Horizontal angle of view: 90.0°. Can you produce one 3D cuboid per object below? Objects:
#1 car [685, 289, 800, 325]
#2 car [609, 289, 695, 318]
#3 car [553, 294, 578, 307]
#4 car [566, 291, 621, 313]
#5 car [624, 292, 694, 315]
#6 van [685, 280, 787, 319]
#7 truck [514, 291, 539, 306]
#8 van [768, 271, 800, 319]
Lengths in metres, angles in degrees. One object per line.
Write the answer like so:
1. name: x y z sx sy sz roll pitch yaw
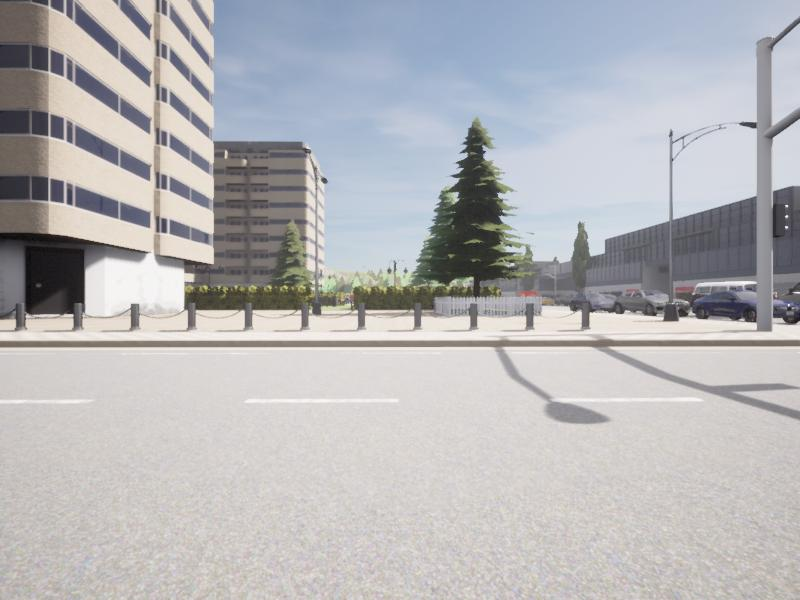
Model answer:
1. car: 15.535 0.270 18.225 1.812 1.442 4.674 0 0 1
2. car: 15.509 0.180 25.024 2.152 1.651 5.027 0 0 -1
3. car: 25.565 0.053 61.995 1.932 1.855 4.605 0 0 -1
4. car: 15.420 0.178 32.250 2.033 1.649 4.856 0 0 -1
5. car: 18.953 0.223 29.598 1.882 1.535 5.008 0 0 -1
6. van: 19.027 -0.029 23.001 2.069 2.038 4.480 0 0 -1
7. truck: 21.975 -0.245 69.807 2.627 2.467 5.204 0 0 -1
8. van: 22.568 -0.278 20.479 1.988 2.561 5.915 0 0 -1
